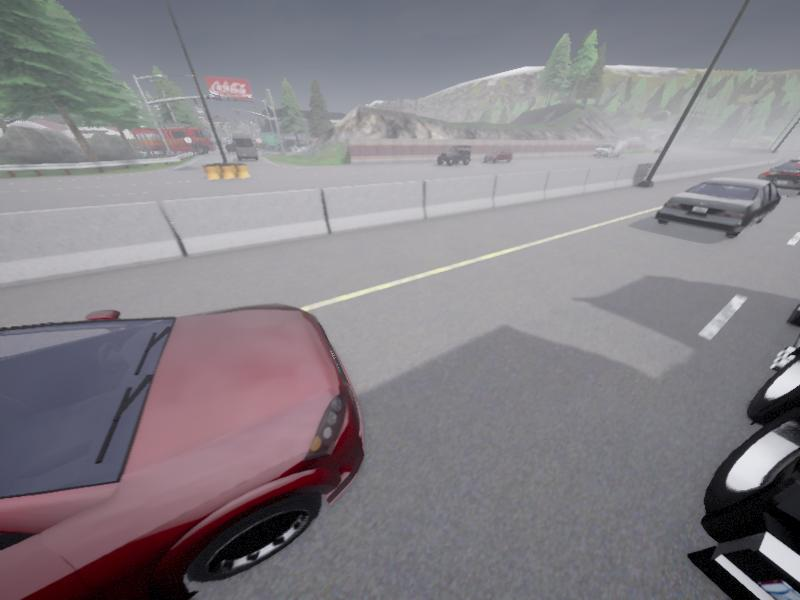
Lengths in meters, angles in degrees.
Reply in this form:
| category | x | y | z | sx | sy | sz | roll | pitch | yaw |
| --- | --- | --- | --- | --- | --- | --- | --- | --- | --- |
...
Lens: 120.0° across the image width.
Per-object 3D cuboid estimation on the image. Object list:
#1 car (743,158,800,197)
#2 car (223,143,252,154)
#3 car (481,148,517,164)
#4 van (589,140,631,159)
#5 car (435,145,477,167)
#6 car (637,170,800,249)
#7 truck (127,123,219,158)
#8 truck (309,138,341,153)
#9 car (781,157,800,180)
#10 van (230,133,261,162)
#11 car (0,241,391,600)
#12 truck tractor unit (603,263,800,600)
| category | x | y | z | sx | sy | sz | roll | pitch | yaw |
| --- | --- | --- | --- | --- | --- | --- | --- | --- | --- |
| car | 22.228 | -7.018 | 13.060 | 4.974 | 1.542 | 2.038 | -18 | 39 | -25 |
| car | -29.532 | -27.776 | 42.164 | 1.882 | 1.535 | 5.008 | -1 | 35 | -3 |
| car | 12.058 | -17.559 | 28.113 | 3.705 | 1.549 | 1.789 | -18 | 39 | -24 |
| van | 35.492 | -25.496 | 39.060 | 6.366 | 2.431 | 2.351 | -18 | 39 | -25 |
| car | 6.051 | -15.758 | 25.148 | 3.866 | 1.878 | 1.905 | -18 | 39 | -24 |
| car | 10.571 | -3.192 | 7.534 | 5.357 | 1.411 | 2.033 | -18 | 39 | -24 |
| truck | -32.881 | -23.580 | 34.134 | 8.468 | 3.827 | 2.891 | -15 | 37 | -18 |
| truck | -15.108 | -31.271 | 46.710 | 5.204 | 2.467 | 2.627 | -19 | 39 | -24 |
| car | 32.830 | -10.438 | 18.124 | 4.974 | 1.542 | 2.038 | -18 | 39 | -24 |
| van | -17.811 | -17.571 | 26.566 | 1.988 | 2.561 | 5.915 | -18 | 39 | -25 |
| car | -2.378 | 1.002 | 1.360 | 4.181 | 1.385 | 1.994 | -18 | 39 | -24 |
| truck tractor unit | 5.111 | -0.295 | 0.802 | 6.516 | 4.208 | 3.053 | -18 | 38 | -25 |
